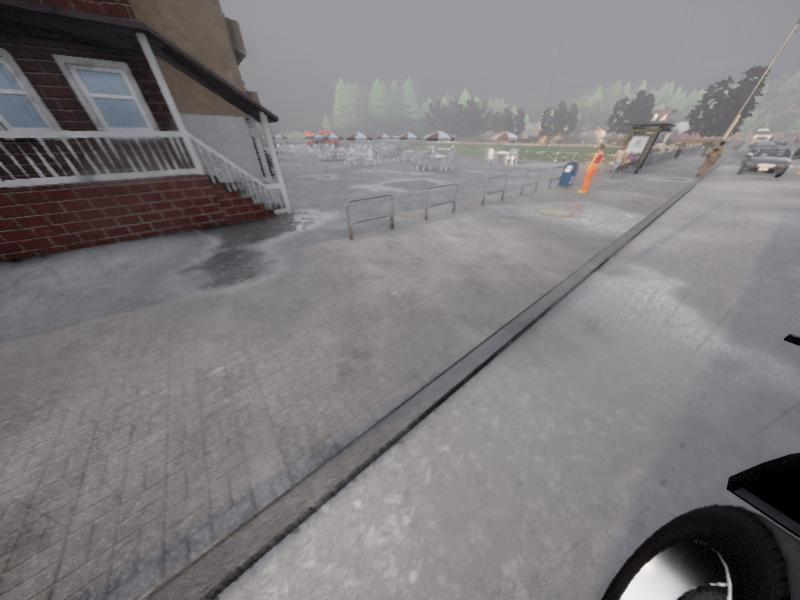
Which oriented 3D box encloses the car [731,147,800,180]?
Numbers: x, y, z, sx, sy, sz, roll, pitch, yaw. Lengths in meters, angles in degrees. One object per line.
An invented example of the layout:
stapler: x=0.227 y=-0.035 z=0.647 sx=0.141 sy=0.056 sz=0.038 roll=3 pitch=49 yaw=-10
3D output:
car: x=24.888 y=-9.382 z=15.705 sx=4.902 sy=1.511 sz=2.128 roll=-25 pitch=42 yaw=-31

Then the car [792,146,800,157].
car: x=51.219 y=-18.838 z=28.606 sx=3.866 sy=1.878 sz=1.905 roll=-25 pitch=42 yaw=-31

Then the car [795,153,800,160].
car: x=45.653 y=-16.024 z=25.113 sx=4.181 sy=1.385 sz=1.994 roll=-26 pitch=43 yaw=-32

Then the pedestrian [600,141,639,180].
pedestrian: x=12.615 y=-8.016 z=13.306 sx=0.751 sy=1.860 sz=0.751 roll=-20 pitch=40 yaw=-26

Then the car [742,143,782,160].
car: x=41.285 y=-17.023 z=26.432 sx=4.892 sy=1.490 sz=1.837 roll=-25 pitch=42 yaw=-31

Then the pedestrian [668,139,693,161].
pedestrian: x=27.997 y=-14.997 z=23.088 sx=0.751 sy=1.860 sz=0.751 roll=-25 pitch=42 yaw=-30

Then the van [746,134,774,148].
van: x=80.171 y=-35.482 z=51.494 sx=6.366 sy=2.431 sz=2.351 roll=-25 pitch=42 yaw=-31

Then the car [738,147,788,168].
car: x=32.817 y=-13.007 z=20.972 sx=4.718 sy=1.301 sz=1.895 roll=-25 pitch=42 yaw=-31

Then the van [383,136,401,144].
van: x=-3.003 y=-60.857 z=87.587 sx=6.366 sy=2.431 sz=2.351 roll=-25 pitch=42 yaw=-31

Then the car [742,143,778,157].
car: x=47.843 y=-20.043 z=30.748 sx=5.357 sy=1.411 sz=2.033 roll=-25 pitch=42 yaw=-31

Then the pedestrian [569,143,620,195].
pedestrian: x=8.255 y=-5.600 z=9.917 sx=0.751 sy=1.860 sz=0.751 roll=-6 pitch=36 yaw=-8

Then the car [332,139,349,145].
car: x=-19.787 y=-52.704 z=76.891 sx=4.974 sy=1.542 sz=2.038 roll=-25 pitch=42 yaw=-31

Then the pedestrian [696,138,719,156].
pedestrian: x=38.199 y=-18.999 z=28.689 sx=0.751 sy=1.860 sz=0.751 roll=-16 pitch=38 yaw=-21

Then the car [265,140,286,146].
car: x=-35.786 y=-45.215 z=66.494 sx=4.792 sy=1.488 sz=2.163 roll=-25 pitch=42 yaw=-31

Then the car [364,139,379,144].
car: x=-10.100 y=-57.211 z=83.206 sx=4.974 sy=1.542 sz=2.038 roll=-25 pitch=42 yaw=-31

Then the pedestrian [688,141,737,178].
pedestrian: x=18.616 y=-8.395 z=13.817 sx=0.751 sy=1.860 sz=0.751 roll=-13 pitch=37 yaw=-17

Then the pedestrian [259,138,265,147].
pedestrian: x=-33.331 y=-37.914 z=55.681 sx=0.751 sy=1.860 sz=0.751 roll=-17 pitch=39 yaw=-22
